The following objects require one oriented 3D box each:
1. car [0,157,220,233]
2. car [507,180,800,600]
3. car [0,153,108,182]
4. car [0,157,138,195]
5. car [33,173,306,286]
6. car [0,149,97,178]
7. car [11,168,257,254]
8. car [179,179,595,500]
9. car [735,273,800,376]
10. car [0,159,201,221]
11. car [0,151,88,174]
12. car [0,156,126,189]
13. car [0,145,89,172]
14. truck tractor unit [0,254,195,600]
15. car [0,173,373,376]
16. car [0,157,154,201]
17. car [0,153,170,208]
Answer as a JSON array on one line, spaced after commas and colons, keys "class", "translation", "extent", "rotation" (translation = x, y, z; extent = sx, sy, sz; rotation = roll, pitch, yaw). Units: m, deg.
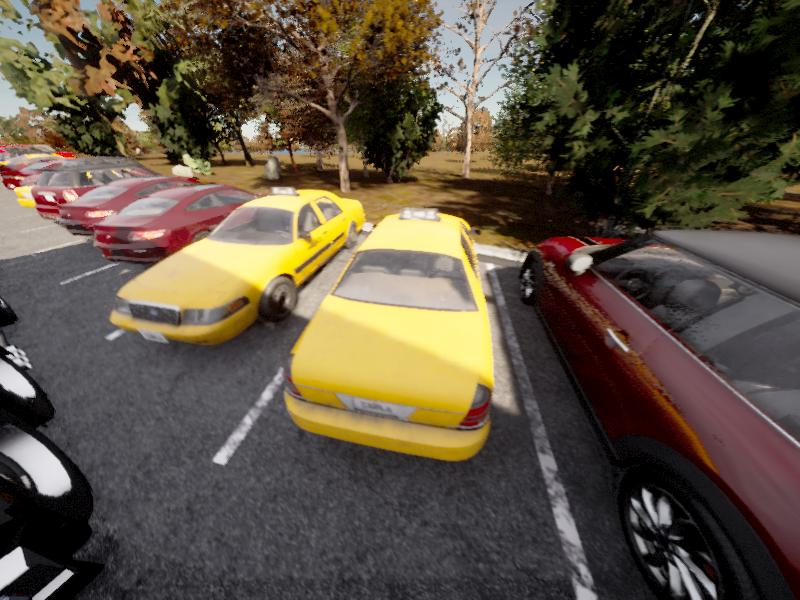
[{"class": "car", "translation": [-9.850, -4.140, 8.516], "extent": [2.185, 1.767, 4.553], "rotation": [7, 35, 10]}, {"class": "car", "translation": [2.823, 0.173, 2.184], "extent": [2.185, 1.767, 4.553], "rotation": [6, 35, 9]}, {"class": "car", "translation": [-27.199, -10.445, 17.979], "extent": [2.097, 1.535, 5.008], "rotation": [8, 35, 12]}, {"class": "car", "translation": [-19.815, -7.614, 13.884], "extent": [2.163, 1.488, 4.792], "rotation": [8, 35, 11]}, {"class": "car", "translation": [-4.802, -2.269, 6.064], "extent": [2.002, 1.452, 4.674], "rotation": [6, 35, 10]}, {"class": "car", "translation": [-29.647, -11.483, 19.276], "extent": [2.185, 1.767, 4.553], "rotation": [8, 35, 12]}, {"class": "car", "translation": [-7.328, -3.138, 7.341], "extent": [2.002, 1.452, 4.674], "rotation": [7, 35, 10]}, {"class": "car", "translation": [0.313, -0.692, 3.673], "extent": [1.946, 1.575, 5.366], "rotation": [6, 35, 9]}, {"class": "car", "translation": [5.373, 0.972, 0.832], "extent": [1.878, 1.987, 4.442], "rotation": [6, 35, 8]}, {"class": "car", "translation": [-12.311, -5.045, 10.062], "extent": [1.946, 1.575, 5.366], "rotation": [7, 35, 11]}, {"class": "car", "translation": [-34.555, -13.209, 22.021], "extent": [1.946, 1.575, 5.366], "rotation": [9, 35, 12]}, {"class": "car", "translation": [-22.278, -8.573, 15.291], "extent": [2.163, 1.488, 4.792], "rotation": [8, 35, 12]}, {"class": "car", "translation": [-36.939, -14.496, 23.465], "extent": [2.435, 2.045, 5.566], "rotation": [9, 35, 13]}, {"class": "truck tractor unit", "translation": [-5.094, -0.314, 0.813], "extent": [6.516, 4.208, 3.053], "rotation": [19, 39, 25]}, {"class": "car", "translation": [-2.296, -1.341, 4.625], "extent": [1.946, 1.575, 5.366], "rotation": [7, 35, 9]}, {"class": "car", "translation": [-17.338, -6.740, 12.550], "extent": [2.097, 1.535, 5.008], "rotation": [7, 35, 11]}, {"class": "car", "translation": [-14.835, -5.958, 11.182], "extent": [2.185, 1.767, 4.553], "rotation": [8, 35, 11]}]
